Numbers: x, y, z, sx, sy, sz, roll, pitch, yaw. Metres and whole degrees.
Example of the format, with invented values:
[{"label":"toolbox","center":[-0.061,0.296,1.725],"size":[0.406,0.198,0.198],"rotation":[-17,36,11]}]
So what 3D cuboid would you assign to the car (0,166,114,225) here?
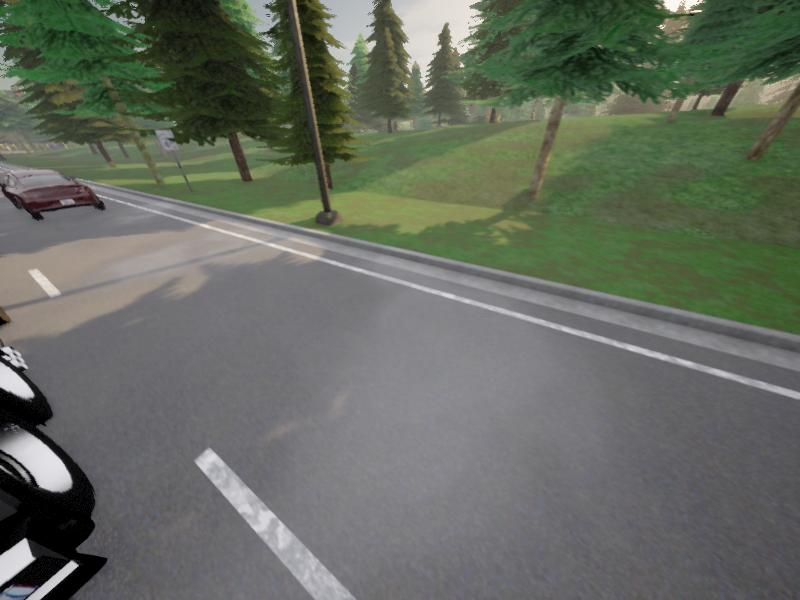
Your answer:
[{"label":"car","center":[-13.794,-4.266,9.054],"size":[4.674,1.442,1.812],"rotation":[18,39,24]}]

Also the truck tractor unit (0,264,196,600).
[{"label":"truck tractor unit","center":[-5.112,-0.296,0.793],"size":[6.516,4.208,3.053],"rotation":[18,39,24]}]
